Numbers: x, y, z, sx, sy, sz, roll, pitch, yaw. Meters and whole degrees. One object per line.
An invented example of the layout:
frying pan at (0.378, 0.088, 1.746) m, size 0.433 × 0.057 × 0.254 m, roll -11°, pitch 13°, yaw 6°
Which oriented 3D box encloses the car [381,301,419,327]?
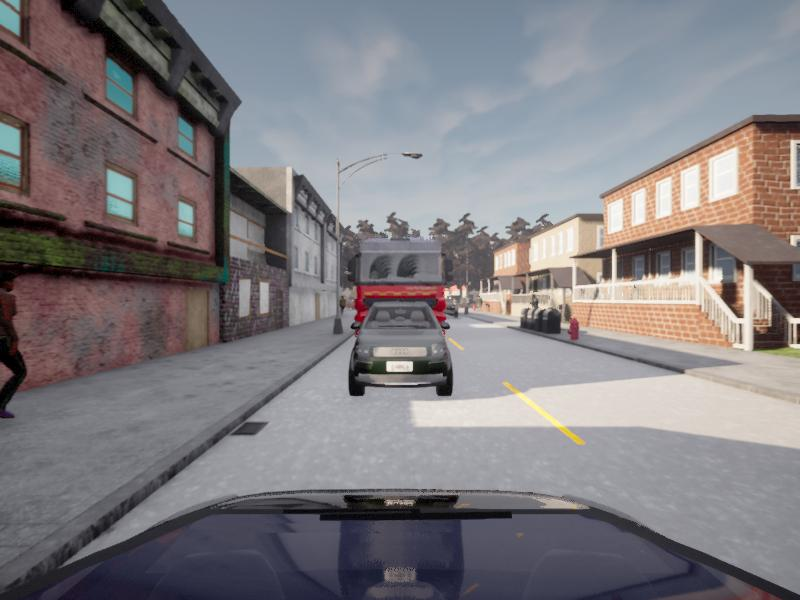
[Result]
car at (0.004, 0.809, 25.107) m, size 2.163 × 1.488 × 4.792 m, roll 0°, pitch 0°, yaw 0°

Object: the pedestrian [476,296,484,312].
pedestrian at (9.263, 0.448, 46.213) m, size 0.751 × 1.860 × 0.751 m, roll 0°, pitch 0°, yaw -3°

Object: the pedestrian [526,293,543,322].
pedestrian at (8.701, 0.490, 25.905) m, size 0.751 × 1.860 × 0.751 m, roll 0°, pitch 0°, yaw -9°

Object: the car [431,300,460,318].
car at (4.002, 0.767, 35.989) m, size 2.038 × 1.542 × 4.974 m, roll 0°, pitch 0°, yaw 0°

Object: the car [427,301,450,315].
car at (3.994, 0.838, 42.255) m, size 1.994 × 1.385 × 4.181 m, roll 0°, pitch 0°, yaw 0°

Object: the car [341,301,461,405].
car at (0.008, 0.801, 7.841) m, size 1.789 × 1.549 × 3.705 m, roll 0°, pitch 0°, yaw 0°

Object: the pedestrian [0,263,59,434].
pedestrian at (-4.696, 0.524, 4.683) m, size 0.751 × 1.860 × 0.751 m, roll 0°, pitch 0°, yaw 7°

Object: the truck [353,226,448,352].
truck at (0.003, -0.349, 16.380) m, size 2.891 × 3.827 × 8.468 m, roll 0°, pitch 0°, yaw 0°

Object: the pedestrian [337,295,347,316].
pedestrian at (-5.061, 0.475, 35.100) m, size 0.751 × 1.860 × 0.751 m, roll 0°, pitch 0°, yaw 1°
